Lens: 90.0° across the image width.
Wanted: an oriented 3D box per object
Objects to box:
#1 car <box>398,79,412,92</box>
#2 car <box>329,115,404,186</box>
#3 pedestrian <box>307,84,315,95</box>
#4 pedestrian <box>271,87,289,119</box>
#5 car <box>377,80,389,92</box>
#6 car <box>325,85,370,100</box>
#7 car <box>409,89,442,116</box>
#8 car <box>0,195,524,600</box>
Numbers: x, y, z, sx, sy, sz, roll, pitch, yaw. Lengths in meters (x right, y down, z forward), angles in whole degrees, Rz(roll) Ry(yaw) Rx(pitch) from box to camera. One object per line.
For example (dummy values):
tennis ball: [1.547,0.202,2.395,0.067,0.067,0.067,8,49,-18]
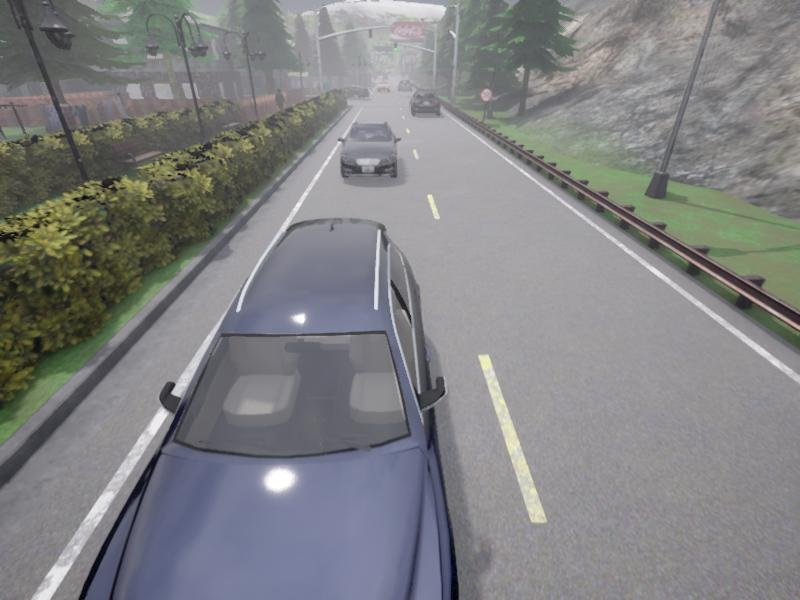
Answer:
car: [0.807,-35.755,66.622,2.242,1.667,4.611,-1,30,-1]
car: [-1.018,-5.352,13.905,2.128,1.511,4.902,-1,30,-1]
pedestrian: [-12.017,-28.404,54.076,0.751,1.300,0.751,2,30,3]
pedestrian: [-8.038,-13.238,26.891,0.751,1.860,0.751,1,30,1]
car: [-2.578,-33.729,62.928,1.801,1.575,5.366,-1,30,-1]
car: [-6.232,-24.817,47.912,4.892,1.490,1.837,6,30,12]
car: [1.917,-15.649,31.606,2.242,1.667,4.611,-1,30,-1]
car: [-0.690,0.586,3.488,2.033,1.649,4.856,-1,30,-1]
